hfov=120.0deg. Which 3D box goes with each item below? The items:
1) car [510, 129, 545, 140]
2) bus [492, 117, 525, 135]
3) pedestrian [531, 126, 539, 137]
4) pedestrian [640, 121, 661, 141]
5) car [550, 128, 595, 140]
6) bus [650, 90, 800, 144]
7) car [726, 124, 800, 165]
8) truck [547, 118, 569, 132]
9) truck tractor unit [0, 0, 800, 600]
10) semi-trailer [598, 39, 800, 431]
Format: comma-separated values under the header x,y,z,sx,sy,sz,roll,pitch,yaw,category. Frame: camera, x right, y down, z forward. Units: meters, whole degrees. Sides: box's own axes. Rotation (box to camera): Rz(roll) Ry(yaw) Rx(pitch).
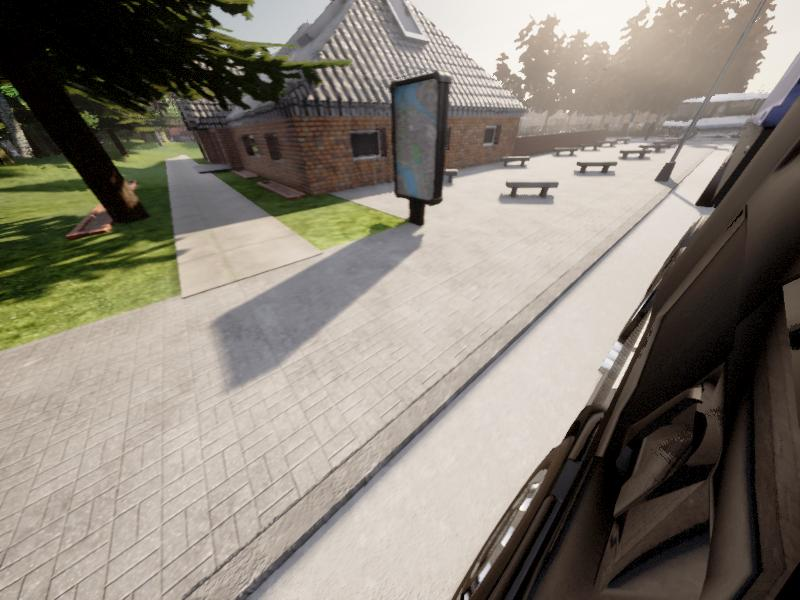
x,y,z,sx,sy,sz,roll,pitch,yaw,category
23.329,-30.495,42.499,1.882,1.535,5.008,-28,43,-30,car
34.200,-54.867,72.730,10.273,4.253,3.944,-25,42,-29,bus
26.677,-33.304,45.650,0.751,1.860,0.751,-28,43,-30,pedestrian
29.915,-20.166,27.635,0.751,1.860,0.751,-13,38,-14,pedestrian
28.062,-27.160,37.848,2.033,1.411,5.357,-27,43,-30,car
37.959,-21.534,27.292,10.273,4.253,3.944,1,39,5,bus
21.741,-9.241,13.621,4.611,1.667,2.242,-28,43,-30,car
57.747,-64.089,84.377,8.468,3.827,2.891,-27,43,-30,truck
2.645,-0.295,0.351,6.516,4.208,3.053,-28,44,-30,truck tractor unit
8.703,-3.565,4.276,14.254,4.402,2.717,-28,43,-30,semi-trailer
